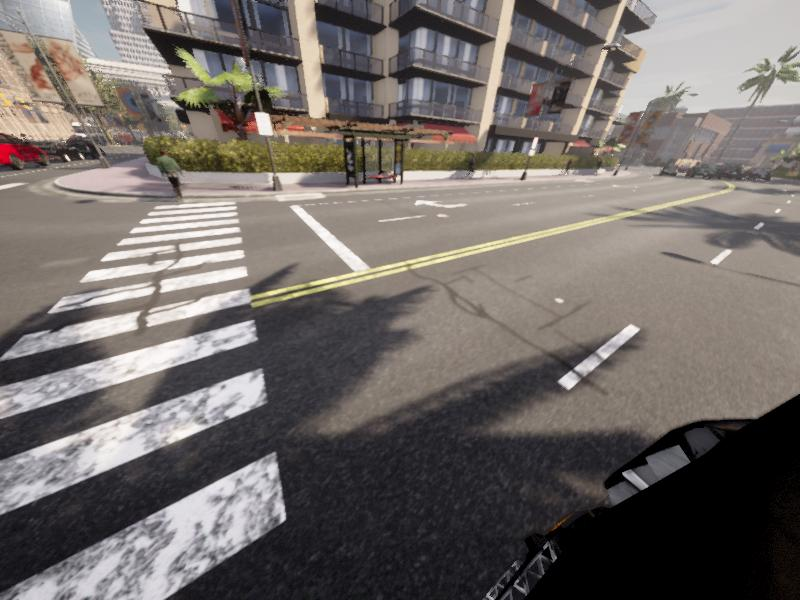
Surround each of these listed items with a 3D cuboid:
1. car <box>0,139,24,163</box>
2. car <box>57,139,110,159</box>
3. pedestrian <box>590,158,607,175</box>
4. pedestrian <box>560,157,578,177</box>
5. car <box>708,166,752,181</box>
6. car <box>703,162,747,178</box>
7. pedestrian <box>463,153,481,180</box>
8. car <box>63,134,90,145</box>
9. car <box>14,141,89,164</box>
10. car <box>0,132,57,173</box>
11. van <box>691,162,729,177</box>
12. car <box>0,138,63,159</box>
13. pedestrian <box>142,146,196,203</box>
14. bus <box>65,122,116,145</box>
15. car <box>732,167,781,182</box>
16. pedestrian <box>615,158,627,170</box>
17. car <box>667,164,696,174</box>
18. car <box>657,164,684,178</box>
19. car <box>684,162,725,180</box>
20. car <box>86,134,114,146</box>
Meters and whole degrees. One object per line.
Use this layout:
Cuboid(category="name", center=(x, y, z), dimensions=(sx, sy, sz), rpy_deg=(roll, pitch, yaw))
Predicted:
Cuboid(category="car", center=(-32.644, -11.720, 18.101), dimensions=(1.789, 1.549, 3.705), rpy_deg=(-17, 38, -27))
Cuboid(category="car", center=(-33.374, -16.039, 24.546), dimensions=(1.851, 1.617, 3.988), rpy_deg=(-17, 38, -27))
Cuboid(category="pedestrian", center=(25.480, -17.162, 29.687), dimensions=(0.751, 1.860, 0.751), rpy_deg=(-18, 39, -29))
Cuboid(category="pedestrian", center=(18.746, -14.831, 25.700), dimensions=(0.751, 1.860, 0.751), rpy_deg=(-16, 38, -25))
Cuboid(category="car", center=(49.226, -19.037, 34.623), dimensions=(2.242, 1.667, 4.611), rpy_deg=(24, 38, 29))
Cuboid(category="car", center=(58.927, -23.726, 42.056), dimensions=(2.150, 2.045, 5.566), rpy_deg=(17, 36, 21))
Cuboid(category="pedestrian", center=(5.893, -11.023, 19.059), dimensions=(0.751, 1.860, 0.751), rpy_deg=(-18, 38, -28))
Cuboid(category="car", center=(-71.957, -35.710, 51.490), dimensions=(1.905, 1.878, 3.866), rpy_deg=(-17, 38, -27))
Cuboid(category="car", center=(-30.018, -12.932, 20.169), dimensions=(1.837, 1.490, 4.892), rpy_deg=(-17, 38, -27))
Cuboid(category="car", center=(-26.255, -9.763, 15.123), dimensions=(2.150, 2.045, 5.566), rpy_deg=(-18, 39, -28))
Cuboid(category="van", center=(53.815, -22.712, 40.221), dimensions=(1.775, 1.987, 4.442), rpy_deg=(17, 36, 21))
Cuboid(category="car", center=(-35.929, -14.696, 22.412), dimensions=(2.007, 1.525, 4.514), rpy_deg=(-17, 38, -27))
Cuboid(category="pedestrian", center=(-8.888, -4.855, 8.990), dimensions=(0.751, 1.860, 0.751), rpy_deg=(-16, 38, -26))
Cuboid(category="bus", center=(-77.428, -41.853, 58.253), dimensions=(3.944, 4.253, 10.273), rpy_deg=(-17, 38, -27))
Cuboid(category="car", center=(53.951, -19.135, 35.142), dimensions=(2.152, 1.651, 5.027), rpy_deg=(22, 38, 26))
Cuboid(category="pedestrian", center=(43.126, -26.548, 45.102), dimensions=(0.751, 1.860, 0.751), rpy_deg=(15, 35, 18))
Cuboid(category="car", center=(58.081, -27.132, 47.748), dimensions=(1.994, 1.385, 4.181), rpy_deg=(14, 35, 17))
Cuboid(category="car", center=(40.892, -19.612, 34.994), dimensions=(1.851, 1.617, 3.988), rpy_deg=(27, 41, 32))
Cuboid(category="car", center=(44.510, -19.039, 33.970), dimensions=(2.150, 2.045, 5.566), rpy_deg=(26, 40, 31))
Cuboid(category="car", center=(-69.402, -37.088, 53.597), dimensions=(2.150, 2.045, 5.566), rpy_deg=(-17, 38, -27))
